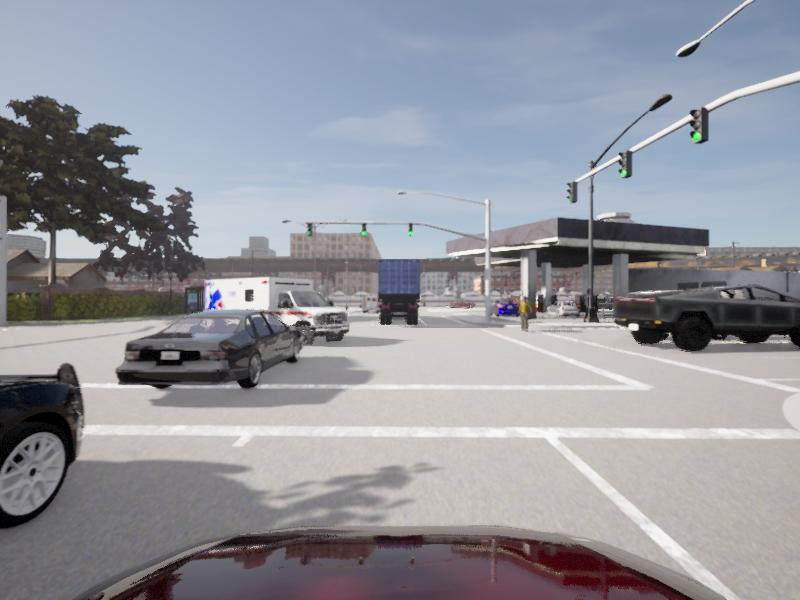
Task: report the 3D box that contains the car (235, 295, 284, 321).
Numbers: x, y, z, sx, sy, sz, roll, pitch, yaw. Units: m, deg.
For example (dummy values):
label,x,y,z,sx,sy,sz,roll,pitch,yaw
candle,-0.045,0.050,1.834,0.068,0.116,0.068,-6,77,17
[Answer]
label,x,y,z,sx,sy,sz,roll,pitch,yaw
car,-11.583,0.610,33.454,2.150,2.045,5.566,0,0,0

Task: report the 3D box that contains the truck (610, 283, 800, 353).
label,x,y,z,sx,sy,sz,roll,pitch,yaw
truck,10.818,0.558,13.503,6.274,2.098,2.390,0,0,-5

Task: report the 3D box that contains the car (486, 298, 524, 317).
label,x,y,z,sx,sy,sz,roll,pitch,yaw
car,9.621,0.685,37.064,2.242,1.667,4.611,0,0,0

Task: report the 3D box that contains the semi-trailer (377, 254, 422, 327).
label,x,y,z,sx,sy,sz,roll,pitch,yaw
semi-trailer,-0.073,-0.579,31.237,2.717,4.402,14.254,0,0,0

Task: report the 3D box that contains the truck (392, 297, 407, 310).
label,x,y,z,sx,sy,sz,roll,pitch,yaw
truck,-0.114,0.627,67.553,2.390,2.098,6.274,0,0,0

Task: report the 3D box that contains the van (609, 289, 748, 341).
label,x,y,z,sx,sy,sz,roll,pitch,yaw
van,11.571,0.593,16.870,4.480,2.038,2.069,0,0,-2

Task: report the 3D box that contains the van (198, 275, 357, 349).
label,x,y,z,sx,sy,sz,roll,pitch,yaw
van,-4.977,0.398,15.822,6.366,2.431,2.351,0,0,31

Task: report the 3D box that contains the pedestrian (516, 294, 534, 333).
label,x,y,z,sx,sy,sz,roll,pitch,yaw
pedestrian,6.210,0.660,19.880,0.751,1.860,0.751,0,0,27

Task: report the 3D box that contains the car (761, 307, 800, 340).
label,x,y,z,sx,sy,sz,roll,pitch,yaw
car,18.495,0.965,16.953,4.718,1.301,1.895,0,0,-1

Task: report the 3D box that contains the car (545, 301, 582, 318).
label,x,y,z,sx,sy,sz,roll,pitch,yaw
car,15.364,0.847,37.839,1.970,1.475,3.806,0,0,0

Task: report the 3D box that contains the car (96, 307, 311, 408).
label,x,y,z,sx,sy,sz,roll,pitch,yaw
car,-3.524,0.906,8.642,2.033,1.411,5.357,0,0,0

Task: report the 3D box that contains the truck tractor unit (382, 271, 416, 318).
label,x,y,z,sx,sy,sz,roll,pitch,yaw
truck tractor unit,-0.100,-0.474,39.153,3.053,4.208,6.516,0,0,0

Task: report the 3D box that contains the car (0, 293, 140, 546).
label,x,y,z,sx,sy,sz,roll,pitch,yaw
car,-3.543,0.773,1.378,1.930,1.638,5.238,0,0,-1

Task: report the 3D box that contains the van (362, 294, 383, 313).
label,x,y,z,sx,sy,sz,roll,pitch,yaw
van,-3.623,0.444,53.151,2.351,2.431,6.366,0,0,0
